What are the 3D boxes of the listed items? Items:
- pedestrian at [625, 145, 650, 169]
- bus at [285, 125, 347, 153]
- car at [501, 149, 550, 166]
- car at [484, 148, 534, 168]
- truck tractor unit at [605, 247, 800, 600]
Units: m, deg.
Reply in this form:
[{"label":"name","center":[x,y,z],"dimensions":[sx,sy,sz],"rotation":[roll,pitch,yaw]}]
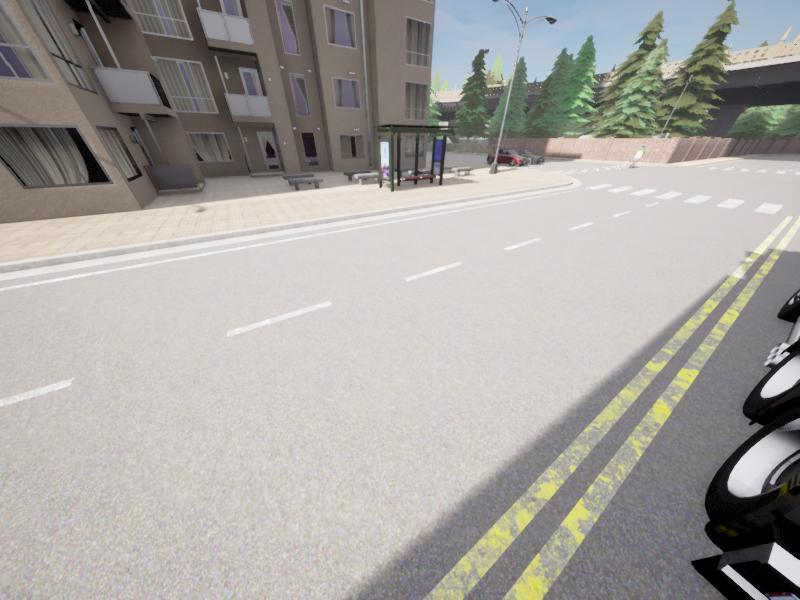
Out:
[{"label":"pedestrian","center":[22.199,-13.376,21.605],"dimensions":[0.751,1.860,0.751],"rotation":[-19,39,-25]},{"label":"bus","center":[-16.257,-31.750,45.643],"dimensions":[10.273,4.253,3.944],"rotation":[2,34,2]},{"label":"car","center":[13.809,-15.899,25.636],"dimensions":[1.994,1.385,4.181],"rotation":[-20,40,-27]},{"label":"car","center":[11.060,-14.707,23.811],"dimensions":[1.816,1.474,4.193],"rotation":[-20,39,-26]},{"label":"truck tractor unit","center":[5.081,-0.330,0.821],"dimensions":[6.516,4.208,3.053],"rotation":[-19,39,-25]}]
